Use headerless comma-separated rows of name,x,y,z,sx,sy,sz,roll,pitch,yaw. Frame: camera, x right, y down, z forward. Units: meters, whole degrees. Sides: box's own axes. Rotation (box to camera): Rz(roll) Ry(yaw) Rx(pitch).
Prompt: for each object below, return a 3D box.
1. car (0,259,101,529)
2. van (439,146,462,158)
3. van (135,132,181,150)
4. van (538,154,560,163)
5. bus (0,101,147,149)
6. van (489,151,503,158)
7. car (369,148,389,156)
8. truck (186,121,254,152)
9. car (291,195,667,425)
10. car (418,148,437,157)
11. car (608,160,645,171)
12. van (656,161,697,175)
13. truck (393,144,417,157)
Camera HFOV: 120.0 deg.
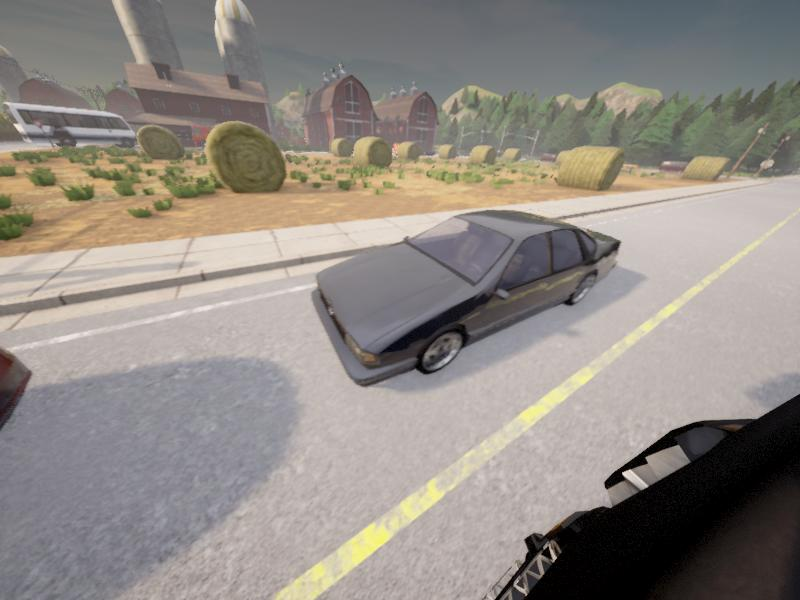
car,-4.891,1.211,0.394,4.792,1.488,2.163,-16,38,-26
van,14.123,-41.271,64.475,6.366,2.431,2.351,-19,40,-29
van,-38.658,-25.499,37.092,4.480,2.038,2.069,-19,39,-29
van,41.818,-39.787,64.939,1.775,1.987,4.442,-18,39,-28
bus,-42.259,-22.695,30.637,3.944,4.253,10.273,19,37,22
van,33.014,-49.861,79.230,4.442,1.987,1.775,-19,40,-29
car,-4.929,-34.351,53.569,4.181,1.385,1.994,-19,40,-29
truck,-31.383,-28.701,40.849,8.468,3.827,2.891,-19,39,-29
car,1.467,-0.587,3.665,5.357,1.411,2.033,-16,38,-26
car,7.151,-38.664,60.547,4.605,1.855,1.932,-19,40,-29
car,49.271,-29.371,50.383,1.801,1.575,5.366,-18,39,-28
van,53.573,-25.725,44.883,1.775,1.987,4.442,-18,39,-28
truck,1.185,-36.872,56.863,5.204,2.467,2.627,-19,40,-29
